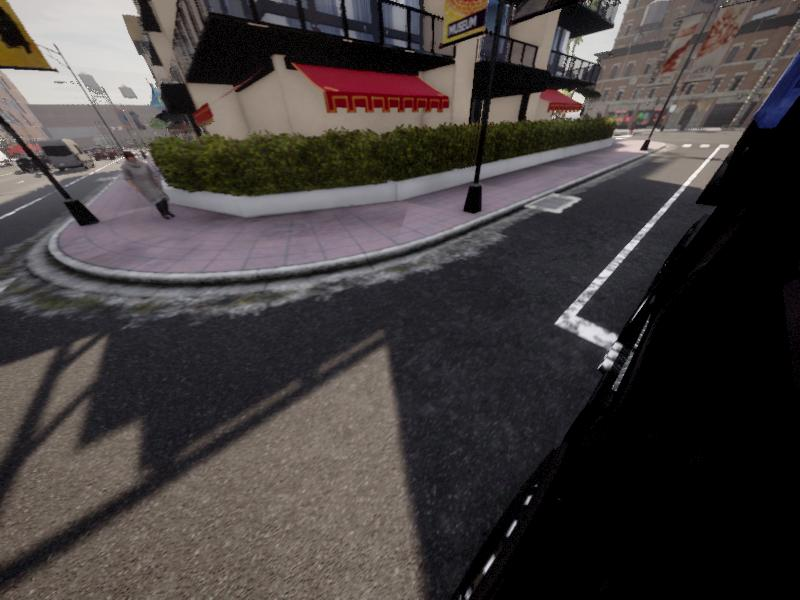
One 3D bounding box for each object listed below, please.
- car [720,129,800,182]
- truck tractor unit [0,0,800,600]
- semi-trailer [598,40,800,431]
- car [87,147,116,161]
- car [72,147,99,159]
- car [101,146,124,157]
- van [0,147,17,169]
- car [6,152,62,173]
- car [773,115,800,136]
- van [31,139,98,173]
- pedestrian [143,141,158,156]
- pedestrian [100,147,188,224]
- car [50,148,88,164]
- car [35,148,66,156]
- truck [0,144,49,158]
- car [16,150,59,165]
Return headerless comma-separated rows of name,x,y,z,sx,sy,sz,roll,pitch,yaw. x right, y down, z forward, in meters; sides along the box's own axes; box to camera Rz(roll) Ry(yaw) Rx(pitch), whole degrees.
car,16.093,-6.385,9.982,5.357,1.411,2.033,-28,44,-30
truck tractor unit,2.645,-0.295,0.351,6.516,4.208,3.053,-28,44,-30
semi-trailer,8.685,-3.618,4.236,14.254,4.402,2.717,-28,44,-30
car,-45.802,-22.470,35.525,1.816,1.474,4.193,-29,44,-30
car,-56.981,-26.747,41.944,1.851,1.617,3.988,-29,44,-30
car,-54.278,-28.108,43.700,1.970,1.475,3.806,-29,44,-30
van,-53.886,-18.609,30.014,1.988,2.561,5.915,-29,44,-30
car,-39.336,-14.929,24.990,1.837,1.490,4.892,-29,43,-30
car,39.582,-16.131,21.269,2.152,1.651,5.027,-4,37,-1
van,-33.529,-14.675,23.394,1.988,2.561,5.915,-29,44,-30
pedestrian,-38.142,-23.201,35.379,0.751,1.860,0.751,29,47,35
pedestrian,-7.306,-3.302,6.714,0.751,1.860,0.751,16,41,24
car,-49.140,-21.497,34.411,2.038,1.542,4.974,-28,44,-30
car,-89.207,-37.819,59.007,3.806,1.475,1.970,-28,44,-30
truck,-89.256,-35.502,55.005,5.204,2.467,2.627,-28,44,-30
car,-53.280,-21.028,34.084,2.128,1.511,4.902,-29,44,-30
